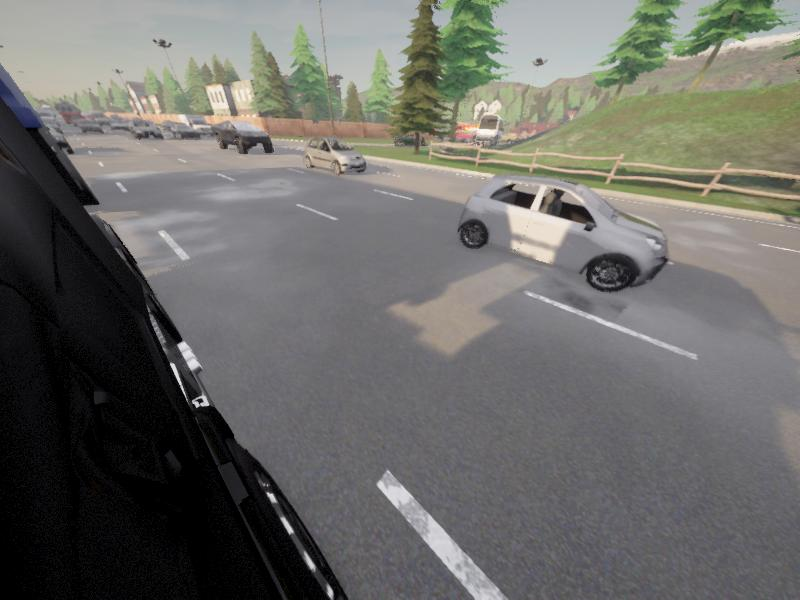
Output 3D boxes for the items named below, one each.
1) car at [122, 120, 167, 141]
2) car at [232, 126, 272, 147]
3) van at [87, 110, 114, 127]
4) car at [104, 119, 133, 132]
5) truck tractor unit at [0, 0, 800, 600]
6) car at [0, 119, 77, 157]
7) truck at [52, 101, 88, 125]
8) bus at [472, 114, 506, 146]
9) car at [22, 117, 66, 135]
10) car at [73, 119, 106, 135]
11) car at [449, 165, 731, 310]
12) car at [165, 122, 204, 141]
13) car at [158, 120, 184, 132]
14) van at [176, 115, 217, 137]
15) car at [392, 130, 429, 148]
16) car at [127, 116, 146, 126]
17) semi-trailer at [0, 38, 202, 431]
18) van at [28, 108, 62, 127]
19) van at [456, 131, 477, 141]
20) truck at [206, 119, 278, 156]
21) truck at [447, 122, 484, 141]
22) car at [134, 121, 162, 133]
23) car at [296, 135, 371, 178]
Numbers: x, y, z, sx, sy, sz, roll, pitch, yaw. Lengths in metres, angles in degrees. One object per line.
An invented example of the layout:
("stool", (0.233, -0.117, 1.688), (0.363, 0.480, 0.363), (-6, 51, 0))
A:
("car", (-28.406, -18.863, 25.679), (4.611, 1.667, 2.242), (29, 44, 30))
("car", (-15.880, -17.539, 24.744), (3.988, 1.617, 1.851), (29, 44, 30))
("van", (-61.664, -37.364, 47.558), (5.915, 2.561, 1.988), (29, 44, 30))
("car", (-44.740, -27.653, 36.633), (5.357, 1.411, 2.033), (29, 44, 30))
("truck tractor unit", (-2.645, -0.295, 0.351), (6.516, 4.208, 3.053), (28, 44, 30))
("car", (-22.903, -10.312, 14.643), (5.027, 1.651, 2.152), (28, 44, 30))
("truck", (-72.330, -40.924, 50.605), (8.468, 3.827, 2.891), (29, 44, 30))
("bus", (16.426, -30.789, 42.216), (3.944, 4.253, 10.273), (16, 37, 18))
("car", (-40.630, -19.917, 26.486), (4.792, 1.488, 2.163), (29, 44, 30))
("car", (-39.903, -22.293, 29.693), (4.892, 1.490, 1.837), (29, 44, 30))
("car", (3.160, -1.597, 4.703), (3.633, 1.501, 1.845), (29, 44, 30))
("car", (-25.879, -20.240, 27.699), (5.238, 1.638, 1.930), (28, 44, 31))
("car", (-41.535, -31.539, 41.816), (5.238, 1.638, 1.930), (28, 44, 30))
("van", (-29.662, -25.388, 33.683), (6.366, 2.431, 2.351), (29, 44, 30))
("car", (1.390, -21.941, 31.538), (4.553, 1.767, 2.097), (-5, 37, -10))
("car", (-66.931, -45.444, 58.684), (4.553, 1.767, 2.097), (29, 44, 30))
("semi-trailer", (-8.742, -3.572, 4.188), (14.254, 4.402, 2.717), (28, 43, 29))
("van", (-63.411, -32.726, 41.378), (6.366, 2.431, 2.351), (29, 44, 30))
("van", (16.586, -41.218, 58.065), (4.442, 1.987, 1.775), (29, 44, 30))
("truck", (-13.076, -13.448, 19.041), (6.274, 2.098, 2.390), (29, 44, 30))
("truck", (17.031, -44.507, 60.945), (8.468, 3.827, 2.891), (29, 44, 30))
("car", (-42.020, -28.936, 38.515), (5.357, 1.411, 2.033), (29, 44, 30))
("car", (-3.738, -8.154, 12.965), (3.988, 1.617, 1.851), (29, 44, 30))
